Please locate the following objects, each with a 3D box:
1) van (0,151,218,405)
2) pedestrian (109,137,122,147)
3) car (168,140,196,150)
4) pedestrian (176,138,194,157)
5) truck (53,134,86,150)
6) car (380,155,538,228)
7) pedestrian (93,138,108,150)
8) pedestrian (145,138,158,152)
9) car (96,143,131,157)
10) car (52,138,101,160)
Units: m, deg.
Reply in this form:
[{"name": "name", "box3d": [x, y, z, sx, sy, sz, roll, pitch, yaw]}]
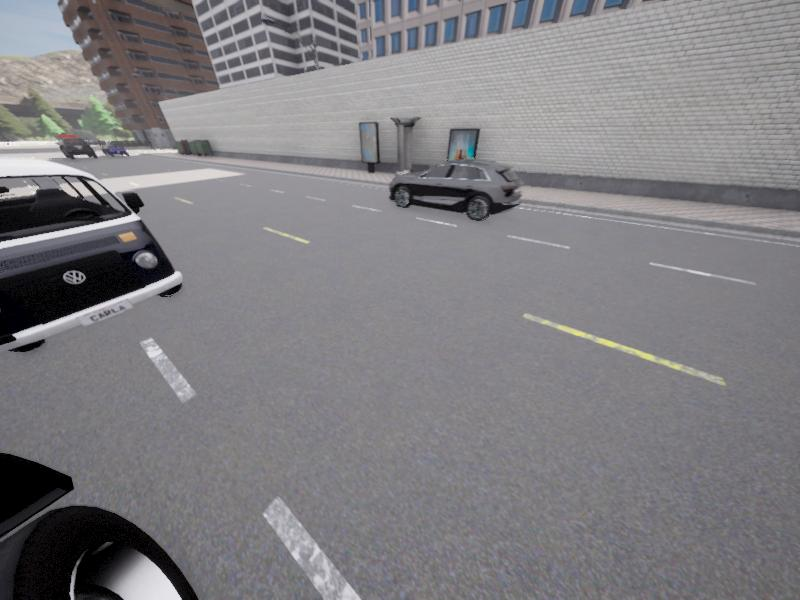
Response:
[{"name": "van", "box3d": [-5.418, -0.913, 3.411, 4.480, 2.038, 2.069, 18, 39, 26]}, {"name": "pedestrian", "box3d": [-62.992, -34.947, 51.143, 0.751, 1.860, 0.751, 6, 36, 8]}, {"name": "car", "box3d": [-45.606, -32.509, 48.420, 1.789, 1.549, 3.705, 22, 41, 28]}, {"name": "pedestrian", "box3d": [-26.610, -18.889, 28.585, 0.751, 1.860, 0.751, 23, 41, 28]}, {"name": "truck", "box3d": [-67.235, -32.195, 47.009, 5.204, 2.467, 2.627, 22, 41, 28]}, {"name": "car", "box3d": [1.858, -4.146, 8.359, 4.856, 1.649, 2.033, 22, 41, 28]}, {"name": "pedestrian", "box3d": [-59.451, -31.009, 45.901, 0.751, 1.860, 0.751, 4, 35, 6]}, {"name": "pedestrian", "box3d": [-40.509, -25.277, 37.658, 0.751, 1.860, 0.751, -23, 42, -29]}, {"name": "car", "box3d": [-38.824, -20.391, 31.298, 4.193, 1.474, 1.816, 22, 41, 28]}, {"name": "car", "box3d": [-38.666, -18.107, 27.574, 5.566, 2.045, 2.150, 22, 41, 28]}]
